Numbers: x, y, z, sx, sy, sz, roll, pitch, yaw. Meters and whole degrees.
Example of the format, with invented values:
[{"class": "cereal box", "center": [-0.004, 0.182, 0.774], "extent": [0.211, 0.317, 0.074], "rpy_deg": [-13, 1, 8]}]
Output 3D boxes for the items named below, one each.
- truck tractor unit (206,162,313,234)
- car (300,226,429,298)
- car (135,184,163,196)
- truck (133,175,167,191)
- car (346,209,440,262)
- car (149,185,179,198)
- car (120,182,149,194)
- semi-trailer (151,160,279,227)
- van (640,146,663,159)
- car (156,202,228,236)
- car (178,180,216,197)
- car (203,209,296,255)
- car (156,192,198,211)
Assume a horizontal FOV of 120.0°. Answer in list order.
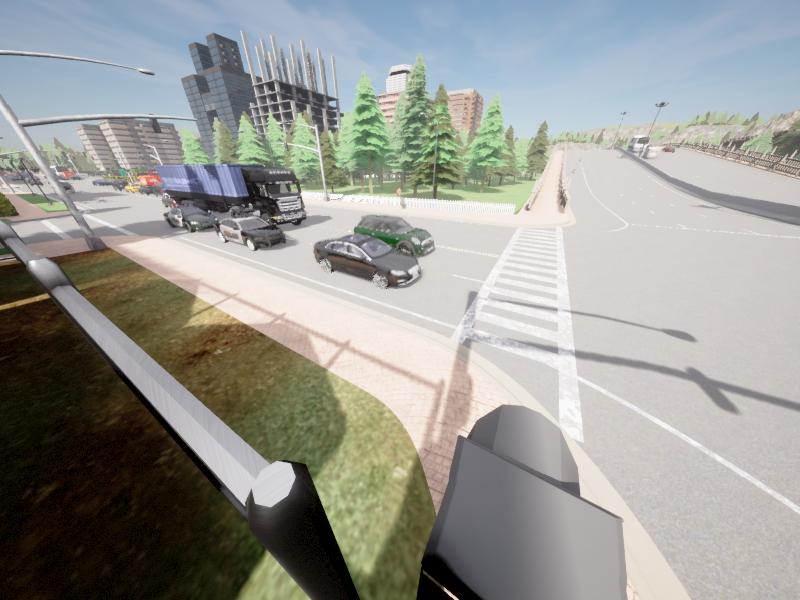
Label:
[{"class": "truck tractor unit", "center": [-10.322, -7.771, 17.248], "extent": [6.516, 4.208, 3.053], "rpy_deg": [17, 34, 27]}, {"class": "car", "center": [-1.503, -1.822, 9.653], "extent": [4.902, 1.511, 2.128], "rpy_deg": [17, 34, 27]}, {"class": "car", "center": [-41.167, -18.094, 37.870], "extent": [4.193, 1.474, 1.816], "rpy_deg": [17, 34, 27]}, {"class": "truck", "center": [-49.132, -23.022, 45.411], "extent": [5.204, 2.467, 2.627], "rpy_deg": [17, 34, 27]}, {"class": "car", "center": [-0.416, -3.681, 12.585], "extent": [4.553, 1.767, 2.097], "rpy_deg": [17, 34, 27]}, {"class": "car", "center": [-35.779, -16.477, 34.990], "extent": [3.705, 1.549, 1.789], "rpy_deg": [17, 34, 27]}, {"class": "car", "center": [-47.118, -19.966, 41.007], "extent": [5.366, 1.575, 1.801], "rpy_deg": [17, 34, 27]}, {"class": "semi-trailer", "center": [-17.028, -9.957, 20.833], "extent": [14.254, 4.402, 2.717], "rpy_deg": [18, 34, 27]}, {"class": "van", "center": [68.697, -40.347, 63.244], "extent": [2.351, 2.431, 6.366], "rpy_deg": [16, 41, 26]}, {"class": "car", "center": [-15.322, -6.085, 17.015], "extent": [4.974, 1.542, 2.038], "rpy_deg": [17, 34, 27]}, {"class": "car", "center": [-31.949, -17.567, 36.387], "extent": [5.566, 2.045, 2.150], "rpy_deg": [17, 34, 27]}, {"class": "car", "center": [-8.835, -4.141, 13.537], "extent": [5.238, 1.638, 1.930], "rpy_deg": [17, 34, 27]}, {"class": "car", "center": [-24.622, -10.963, 25.540], "extent": [3.806, 1.475, 1.970], "rpy_deg": [17, 34, 28]}]
